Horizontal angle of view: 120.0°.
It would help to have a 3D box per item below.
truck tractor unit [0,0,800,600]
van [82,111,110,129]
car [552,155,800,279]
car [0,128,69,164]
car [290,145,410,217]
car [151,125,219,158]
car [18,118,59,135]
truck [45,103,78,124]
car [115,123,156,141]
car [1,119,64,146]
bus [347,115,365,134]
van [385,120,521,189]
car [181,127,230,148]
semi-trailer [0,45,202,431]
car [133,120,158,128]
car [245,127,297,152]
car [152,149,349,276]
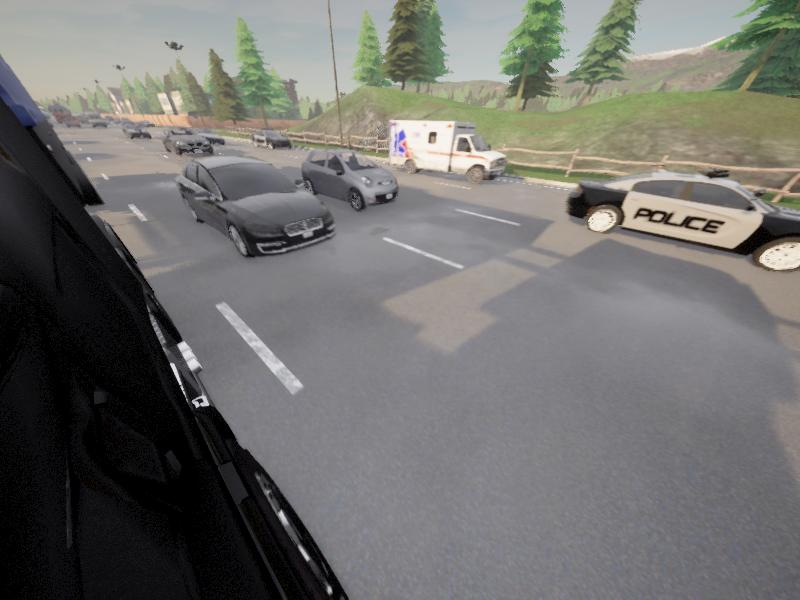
[{"bbox_3d":[-2.645,-0.295,0.352,6.516,4.208,3.053,28,44,30],"label":"truck tractor unit"},{"bbox_3d":[-60.715,-35.958,46.118,5.915,2.561,1.988,28,44,30],"label":"van"},{"bbox_3d":[7.163,-2.269,5.651,5.238,1.638,1.930,28,44,30],"label":"car"},{"bbox_3d":[-20.902,-8.760,13.022,4.181,1.385,1.994,27,44,29],"label":"car"},{"bbox_3d":[-1.706,-4.187,7.826,3.633,1.501,1.845,28,44,30],"label":"car"},{"bbox_3d":[-15.881,-11.778,17.055,4.611,1.667,2.242,28,44,30],"label":"car"},{"bbox_3d":[-44.827,-21.588,28.724,4.792,1.488,2.163,28,44,30],"label":"car"},{"bbox_3d":[-84.293,-46.265,57.501,8.468,3.827,2.891,28,44,30],"label":"truck"},{"bbox_3d":[-30.899,-19.647,26.954,5.357,1.411,2.033,28,44,30],"label":"car"},{"bbox_3d":[-30.830,-14.206,19.531,5.027,1.651,2.152,28,44,30],"label":"car"},{"bbox_3d":[-13.566,-53.671,70.758,3.944,4.253,10.273,-8,38,-14],"label":"bus"},{"bbox_3d":[2.334,-7.903,12.236,6.366,2.431,2.351,28,44,30],"label":"van"},{"bbox_3d":[-19.502,-16.338,23.158,5.357,1.411,2.033,28,44,30],"label":"car"},{"bbox_3d":[-8.703,-3.586,4.245,14.254,4.402,2.717,28,44,30],"label":"semi-trailer"},{"bbox_3d":[-59.165,-40.887,53.712,5.357,1.411,2.033,20,41,23],"label":"car"},{"bbox_3d":[-12.341,-15.383,22.062,5.238,1.638,1.930,28,44,30],"label":"car"},{"bbox_3d":[-3.582,-2.422,5.406,4.892,1.490,1.837,28,44,30],"label":"car"}]
